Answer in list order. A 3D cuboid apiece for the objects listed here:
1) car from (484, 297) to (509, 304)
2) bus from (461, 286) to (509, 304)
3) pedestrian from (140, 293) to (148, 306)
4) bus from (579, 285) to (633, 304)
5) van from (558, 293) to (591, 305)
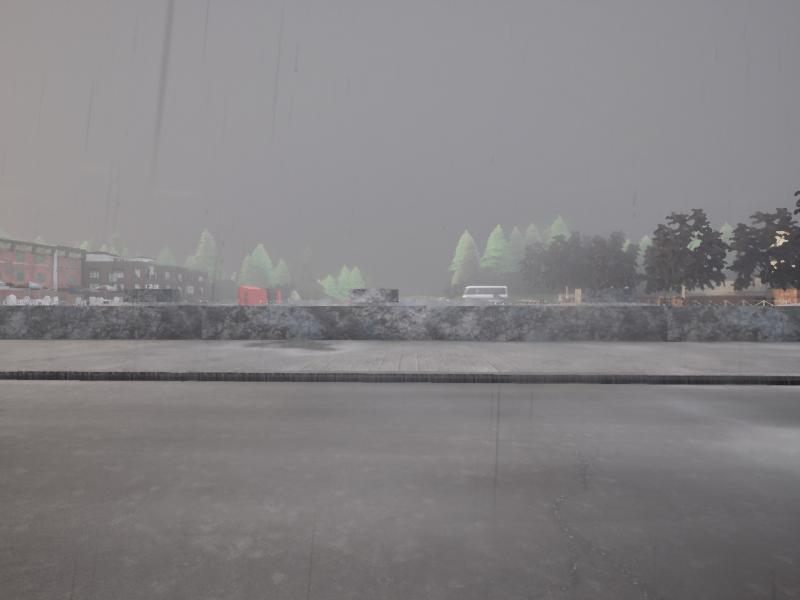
[{"bbox_3d":[21.346,0.196,88.499,4.974,1.542,2.038,0,0,2],"label":"car"},{"bbox_3d":[19.513,-1.139,92.441,10.273,4.253,3.944,0,0,2],"label":"bus"},{"bbox_3d":[-38.354,-0.043,59.986,0.751,1.860,0.751,0,0,19],"label":"pedestrian"},{"bbox_3d":[47.052,-1.139,91.537,10.273,4.253,3.944,0,0,2],"label":"bus"},{"bbox_3d":[38.291,-0.227,87.941,6.366,2.431,2.351,0,0,2],"label":"van"}]
